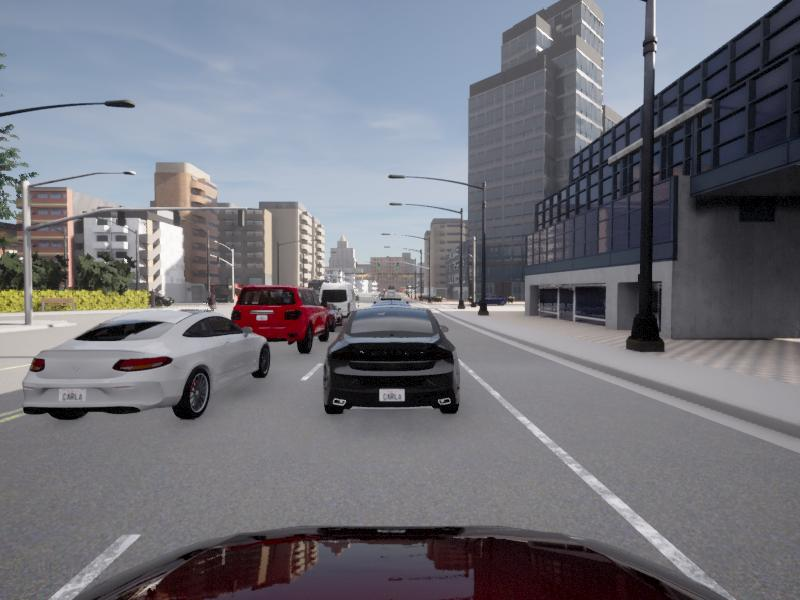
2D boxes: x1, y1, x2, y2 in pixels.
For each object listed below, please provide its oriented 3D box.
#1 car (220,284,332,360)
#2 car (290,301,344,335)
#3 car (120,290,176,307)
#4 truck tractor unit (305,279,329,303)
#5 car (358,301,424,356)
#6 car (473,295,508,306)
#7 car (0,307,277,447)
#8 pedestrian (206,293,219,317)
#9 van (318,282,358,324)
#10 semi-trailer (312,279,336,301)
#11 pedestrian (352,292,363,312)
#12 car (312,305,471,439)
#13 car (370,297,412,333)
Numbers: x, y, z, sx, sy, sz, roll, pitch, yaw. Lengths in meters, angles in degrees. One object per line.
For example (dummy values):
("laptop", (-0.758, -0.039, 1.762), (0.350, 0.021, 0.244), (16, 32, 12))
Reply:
("car", (-3.805, 0.564, 13.567), (2.150, 2.045, 5.566), (0, 0, -1))
("car", (-4.026, 0.806, 20.241), (1.812, 1.442, 4.674), (0, 0, -1))
("car", (-31.155, -0.174, 49.607), (5.566, 2.045, 2.150), (0, 2, -1))
("truck tractor unit", (-15.831, -1.795, 76.930), (3.053, 4.208, 6.516), (-5, 2, 0))
("car", (-0.303, 0.818, 13.945), (1.882, 1.535, 5.008), (0, 0, -1))
("car", (12.127, 0.028, 53.711), (4.193, 1.474, 1.816), (0, 2, -1))
("car", (-3.644, 0.882, 6.694), (1.812, 1.442, 4.674), (0, 0, -1))
("pedestrian", (-14.824, 0.360, 31.620), (0.751, 1.860, 0.751), (0, 2, -15))
("van", (-4.112, 0.125, 27.548), (1.988, 2.561, 5.915), (0, 1, -1))
("semi-trailer", (-15.889, -1.972, 84.894), (2.717, 4.402, 14.254), (0, 0, -1))
("pedestrian", (-3.981, 0.220, 37.767), (0.751, 1.860, 0.751), (-1, 2, -34))
("car", (-0.149, 0.857, 7.057), (1.837, 1.490, 4.892), (0, 0, -1))
("car", (-0.475, 0.699, 21.249), (1.930, 1.638, 5.238), (0, 1, -1))
